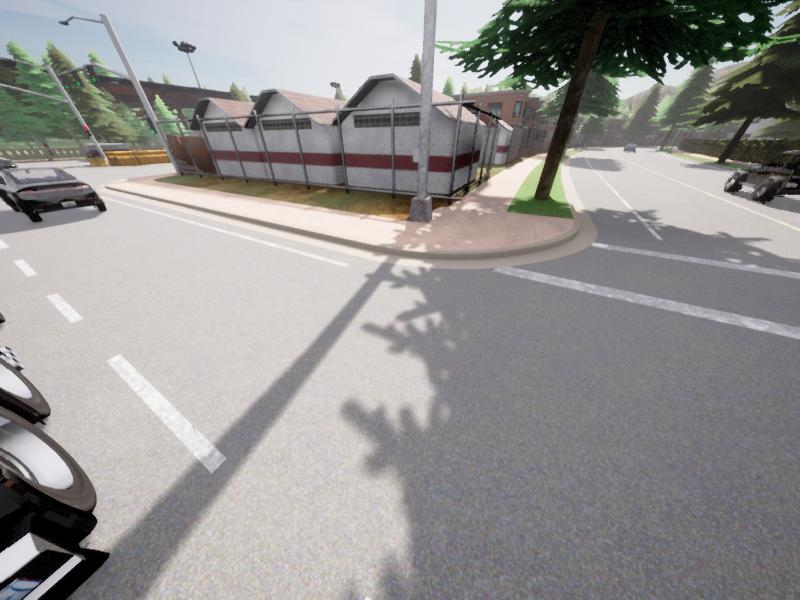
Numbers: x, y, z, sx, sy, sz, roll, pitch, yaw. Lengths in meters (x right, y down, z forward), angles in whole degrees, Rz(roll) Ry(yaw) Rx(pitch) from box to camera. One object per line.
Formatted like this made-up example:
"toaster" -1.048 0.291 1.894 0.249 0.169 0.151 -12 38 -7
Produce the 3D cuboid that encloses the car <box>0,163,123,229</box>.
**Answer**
"car" -13.221 -4.065 8.604 4.902 1.511 2.128 18 39 24

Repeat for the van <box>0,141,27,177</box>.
"van" -33.109 -10.175 16.619 1.988 2.561 5.915 16 38 22

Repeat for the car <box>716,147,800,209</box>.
"car" 16.196 -5.174 9.587 1.905 1.878 3.866 17 38 23

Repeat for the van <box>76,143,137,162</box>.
"van" -39.629 -20.085 31.377 1.775 1.987 4.442 16 38 22

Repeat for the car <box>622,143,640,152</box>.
"car" 45.623 -30.166 45.682 2.033 1.411 5.357 25 42 32

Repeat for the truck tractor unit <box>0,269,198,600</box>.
"truck tractor unit" -5.121 -0.290 0.769 6.516 4.208 3.053 18 39 24
